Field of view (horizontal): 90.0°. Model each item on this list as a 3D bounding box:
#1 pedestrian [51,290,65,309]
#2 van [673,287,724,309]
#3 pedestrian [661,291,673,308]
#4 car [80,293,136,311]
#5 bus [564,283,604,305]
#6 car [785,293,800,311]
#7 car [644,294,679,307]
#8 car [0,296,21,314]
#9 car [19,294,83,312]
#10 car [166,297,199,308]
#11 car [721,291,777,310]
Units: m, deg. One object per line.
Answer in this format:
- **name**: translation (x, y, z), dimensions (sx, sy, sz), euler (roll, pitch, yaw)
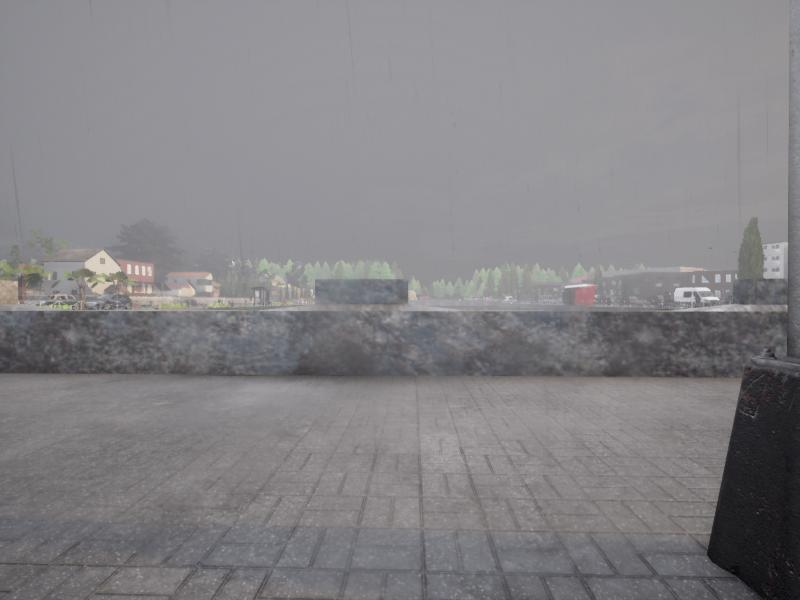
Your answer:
- **pedestrian**: translation (-34.330, -0.067, 40.126), dimensions (0.751, 1.860, 0.751), euler (0, 0, 1)
- **van**: translation (36.850, -0.278, 49.652), dimensions (1.988, 2.561, 5.915), euler (0, 0, 2)
- **pedestrian**: translation (28.485, -0.053, 42.671), dimensions (0.751, 1.860, 0.751), euler (0, 0, 1)
- **car**: translation (-29.211, 0.178, 40.270), dimensions (2.033, 1.649, 4.856), euler (0, 0, 2)
- **bus**: translation (38.107, -1.139, 83.474), dimensions (3.944, 4.253, 10.273), euler (0, 0, 2)
- **car**: translation (36.340, 0.201, 34.239), dimensions (1.801, 1.575, 5.366), euler (0, 0, 2)
- **car**: translation (37.100, 0.094, 56.978), dimensions (2.097, 1.767, 4.553), euler (0, 0, 2)
- **car**: translation (-29.630, 0.344, 27.856), dimensions (1.895, 1.301, 4.718), euler (0, 0, 2)
- **car**: translation (-29.422, 0.253, 33.891), dimensions (1.970, 1.475, 3.806), euler (0, 0, 2)
- **car**: translation (-28.777, 0.308, 53.099), dimensions (1.994, 1.385, 4.181), euler (0, 0, 2)
- **car**: translation (36.603, 0.052, 42.120), dimensions (1.932, 1.855, 4.605), euler (0, 0, 2)
